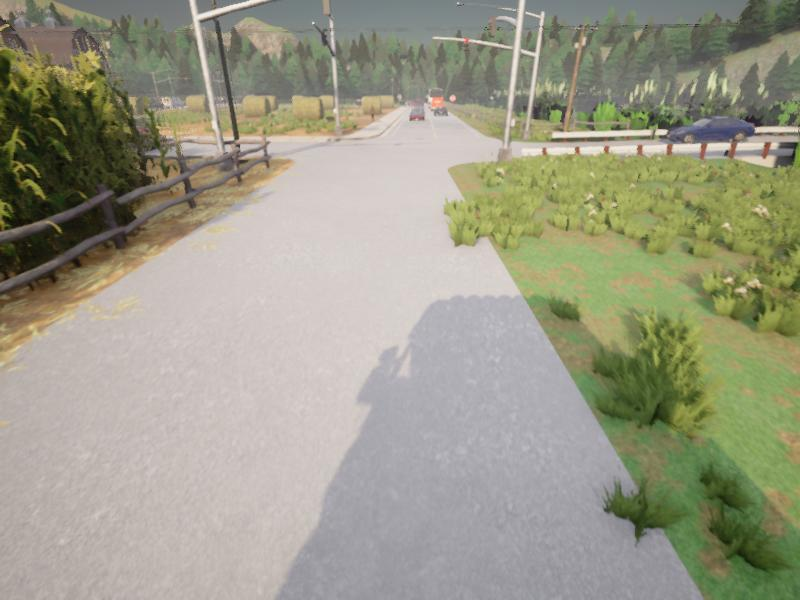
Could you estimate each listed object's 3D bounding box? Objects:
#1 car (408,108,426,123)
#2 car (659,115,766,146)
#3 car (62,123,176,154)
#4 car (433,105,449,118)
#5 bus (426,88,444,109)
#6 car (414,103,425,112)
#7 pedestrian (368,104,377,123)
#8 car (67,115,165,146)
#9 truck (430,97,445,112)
[{"bbox_3d":[2.155,-23.008,49.695,2.163,1.488,4.792,1,27,3],"label":"car"},{"bbox_3d":[19.015,-10.433,24.554,4.674,1.442,1.812,0,27,6],"label":"car"},{"bbox_3d":[-16.147,-9.403,23.237,4.792,1.488,2.163,0,27,0],"label":"car"},{"bbox_3d":[6.455,-29.929,63.332,2.152,1.651,5.027,1,27,3],"label":"car"},{"bbox_3d":[8.233,-47.873,95.052,3.944,4.253,10.273,1,27,3],"label":"bus"},{"bbox_3d":[3.775,-37.214,77.418,2.033,1.411,5.357,1,27,3],"label":"car"},{"bbox_3d":[-2.968,-20.223,43.458,0.751,1.860,0.751,4,27,7],"label":"pedestrian"},{"bbox_3d":[-18.501,-11.149,26.280,4.553,1.767,2.097,0,27,0],"label":"car"},{"bbox_3d":[7.491,-39.509,80.733,2.627,2.467,5.204,1,27,3],"label":"truck"}]
